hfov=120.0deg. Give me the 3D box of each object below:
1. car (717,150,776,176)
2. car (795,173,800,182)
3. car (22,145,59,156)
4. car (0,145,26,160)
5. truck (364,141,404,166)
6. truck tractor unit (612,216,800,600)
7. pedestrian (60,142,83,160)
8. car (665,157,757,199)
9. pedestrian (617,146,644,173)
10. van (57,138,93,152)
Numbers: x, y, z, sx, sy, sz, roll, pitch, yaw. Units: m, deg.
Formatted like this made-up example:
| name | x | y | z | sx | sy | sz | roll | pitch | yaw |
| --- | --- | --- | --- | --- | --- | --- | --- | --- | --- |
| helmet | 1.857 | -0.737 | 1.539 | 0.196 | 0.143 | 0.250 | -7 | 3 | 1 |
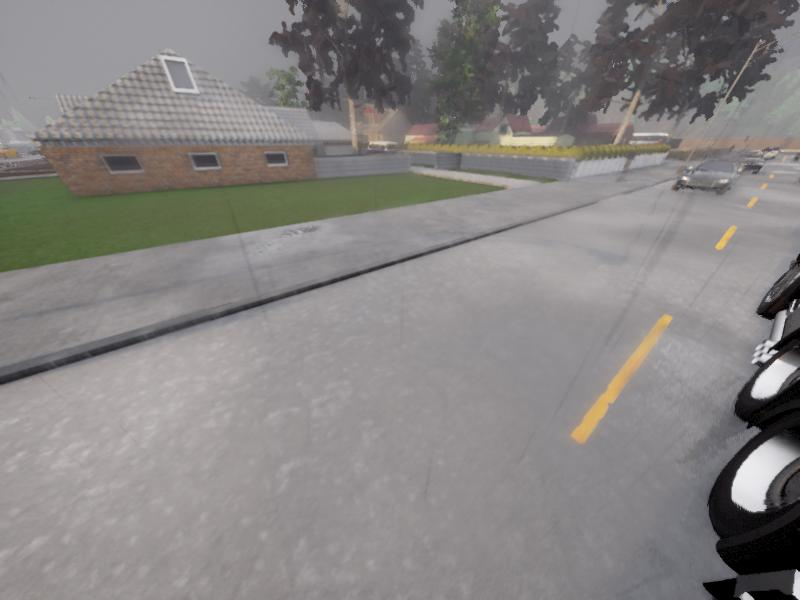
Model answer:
| name | x | y | z | sx | sy | sz | roll | pitch | yaw |
| --- | --- | --- | --- | --- | --- | --- | --- | --- | --- |
| car | 30.870 | -12.267 | 20.565 | 5.027 | 1.651 | 2.152 | -22 | 40 | -29 |
| car | 29.514 | -8.981 | 15.877 | 3.633 | 1.501 | 1.845 | -22 | 40 | -28 |
| car | -61.392 | -25.596 | 39.549 | 1.994 | 1.385 | 4.181 | -22 | 40 | -28 |
| car | -54.523 | -20.103 | 31.485 | 1.882 | 1.535 | 5.008 | -22 | 40 | -28 |
| truck | -1.775 | -15.671 | 24.596 | 2.069 | 2.038 | 4.478 | -22 | 40 | -28 |
| truck tractor unit | 5.026 | -0.376 | 0.896 | 6.516 | 4.208 | 3.053 | -22 | 40 | -28 |
| pedestrian | -41.437 | -18.779 | 29.135 | 0.751 | 1.860 | 0.751 | -22 | 40 | -28 |
| car | 17.172 | -6.860 | 12.736 | 4.974 | 1.542 | 2.038 | -22 | 40 | -28 |
| pedestrian | 18.995 | -11.577 | 19.059 | 0.751 | 1.860 | 0.751 | -21 | 40 | -28 |
| van | -71.367 | -34.115 | 50.888 | 2.351 | 2.431 | 6.366 | -22 | 40 | -28 |
